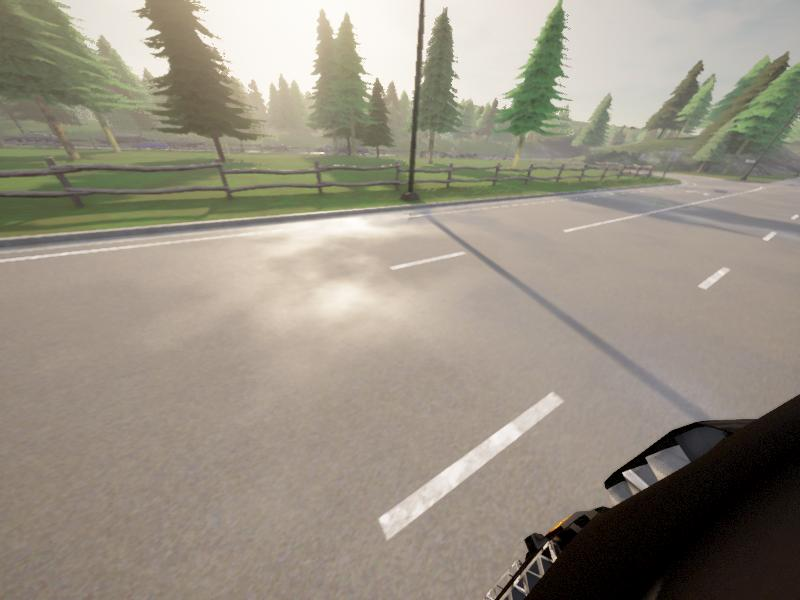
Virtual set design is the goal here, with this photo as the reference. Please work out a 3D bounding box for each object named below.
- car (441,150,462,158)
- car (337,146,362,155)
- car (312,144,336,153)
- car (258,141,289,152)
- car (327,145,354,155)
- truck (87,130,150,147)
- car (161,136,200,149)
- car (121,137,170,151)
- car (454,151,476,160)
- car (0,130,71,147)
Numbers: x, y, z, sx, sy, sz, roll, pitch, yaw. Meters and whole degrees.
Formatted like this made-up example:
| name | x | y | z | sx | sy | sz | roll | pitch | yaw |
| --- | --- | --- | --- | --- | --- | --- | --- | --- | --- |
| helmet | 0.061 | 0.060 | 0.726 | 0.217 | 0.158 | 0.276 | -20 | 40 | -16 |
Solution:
| name | x | y | z | sx | sy | sz | roll | pitch | yaw |
| --- | --- | --- | --- | --- | --- | --- | --- | --- | --- |
| car | 14.148 | -40.271 | 63.635 | 5.366 | 1.575 | 1.801 | 7 | 34 | 6 |
| car | -11.454 | -33.870 | 52.216 | 4.974 | 1.542 | 2.038 | -16 | 38 | -26 |
| car | -18.175 | -36.470 | 55.547 | 4.974 | 1.542 | 2.038 | -16 | 38 | -26 |
| car | -26.296 | -31.931 | 48.134 | 5.238 | 1.638 | 1.930 | -16 | 38 | -26 |
| car | -12.383 | -31.399 | 48.375 | 4.856 | 1.649 | 2.033 | -16 | 38 | -26 |
| truck | -48.620 | -28.002 | 40.222 | 6.274 | 2.098 | 2.390 | -16 | 38 | -26 |
| car | -39.341 | -28.311 | 41.562 | 4.605 | 1.855 | 1.932 | -16 | 38 | -26 |
| car | -38.706 | -23.857 | 35.282 | 4.514 | 1.525 | 2.007 | -16 | 38 | -26 |
| car | 16.818 | -37.434 | 59.782 | 5.027 | 1.651 | 2.152 | 5 | 34 | 3 |
| car | -51.177 | -22.595 | 32.379 | 5.238 | 1.638 | 1.930 | -16 | 38 | -26 |
